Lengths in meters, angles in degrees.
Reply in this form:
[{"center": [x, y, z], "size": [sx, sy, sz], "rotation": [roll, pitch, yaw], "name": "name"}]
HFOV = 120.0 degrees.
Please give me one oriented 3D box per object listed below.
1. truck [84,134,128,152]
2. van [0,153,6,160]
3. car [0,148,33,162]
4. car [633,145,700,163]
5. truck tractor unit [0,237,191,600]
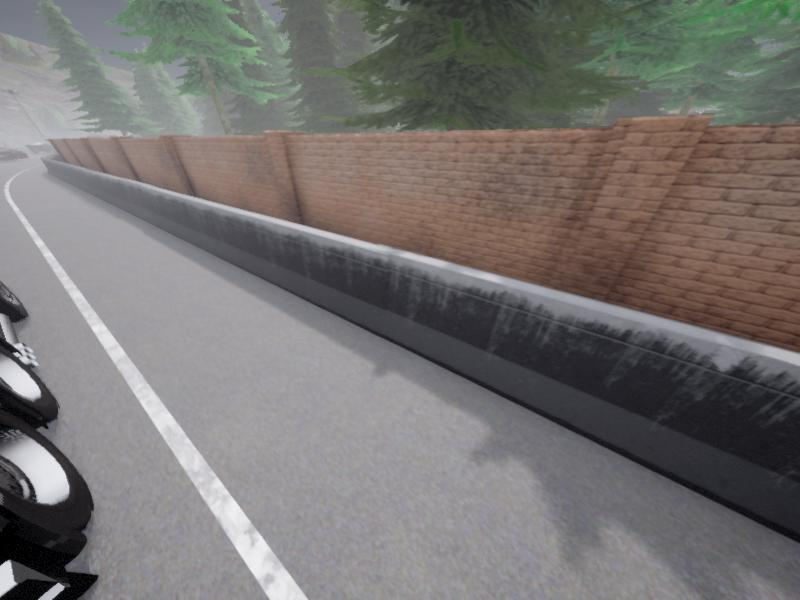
[{"center": [-75.987, -40.833, 60.070], "size": [2.891, 3.827, 8.468], "rotation": [-13, 37, -18], "name": "truck"}, {"center": [-60.789, -21.312, 33.345], "size": [2.069, 2.038, 4.480], "rotation": [-24, 41, -29], "name": "van"}, {"center": [-56.269, -21.033, 33.363], "size": [1.882, 1.535, 5.008], "rotation": [-24, 41, -30], "name": "car"}, {"center": [32.169, -17.826, 28.157], "size": [4.856, 1.649, 2.033], "rotation": [21, 40, 28], "name": "car"}, {"center": [-5.061, -0.348, 0.846], "size": [6.516, 4.208, 3.053], "rotation": [20, 39, 26], "name": "truck tractor unit"}]
